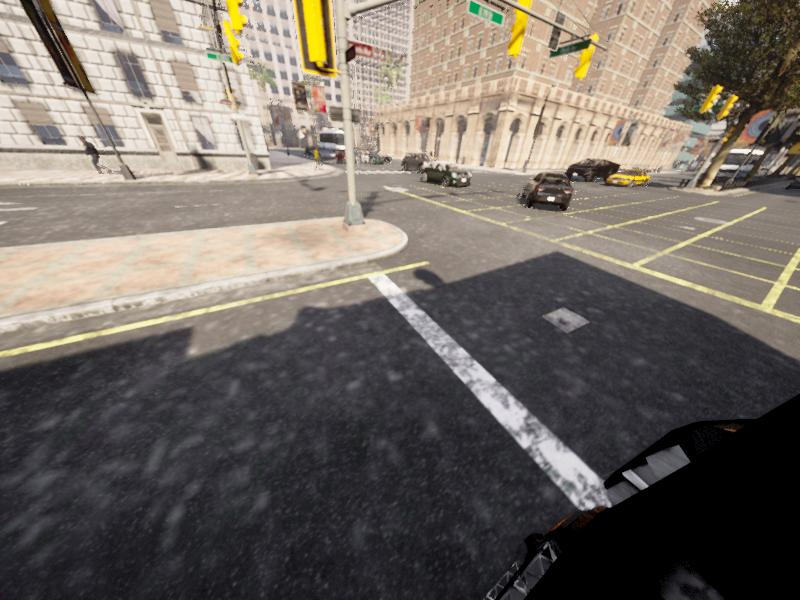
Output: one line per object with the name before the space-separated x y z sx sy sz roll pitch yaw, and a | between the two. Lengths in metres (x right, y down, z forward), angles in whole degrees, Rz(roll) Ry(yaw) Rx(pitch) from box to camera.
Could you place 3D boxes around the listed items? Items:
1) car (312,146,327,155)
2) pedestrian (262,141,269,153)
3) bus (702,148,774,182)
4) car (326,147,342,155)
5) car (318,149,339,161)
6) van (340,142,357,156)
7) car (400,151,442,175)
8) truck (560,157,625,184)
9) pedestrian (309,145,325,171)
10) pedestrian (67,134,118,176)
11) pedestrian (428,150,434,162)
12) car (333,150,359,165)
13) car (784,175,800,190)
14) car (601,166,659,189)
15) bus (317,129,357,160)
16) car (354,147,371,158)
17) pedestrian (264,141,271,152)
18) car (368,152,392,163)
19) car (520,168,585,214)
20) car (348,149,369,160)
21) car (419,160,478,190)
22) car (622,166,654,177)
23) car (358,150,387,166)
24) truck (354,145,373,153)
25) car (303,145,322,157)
car | -18.402 -34.316 52.986 2.007 1.525 4.514 -16 38 -26
pedestrian | -25.385 -28.896 43.631 0.751 1.860 0.751 -15 38 -25
bus | 55.303 -22.095 37.820 10.273 4.253 3.944 -16 38 -26
car | -15.800 -35.502 55.102 2.033 1.411 5.357 -16 38 -26
car | -11.649 -23.593 37.525 1.895 1.301 4.718 -16 38 -26
van | -12.454 -36.548 55.902 1.988 2.561 5.915 -16 38 -26
car | 2.030 -14.304 24.039 1.932 1.855 4.605 -16 37 -26
truck | 19.969 -13.449 23.943 6.274 2.098 2.390 -16 38 -26
pedestrian | -7.056 -12.069 19.643 0.751 1.860 0.751 29 42 34
pedestrian | -16.562 -7.833 12.501 0.751 1.860 0.751 -13 37 -23
pedestrian | 5.854 -27.261 43.601 0.751 1.860 0.751 -6 35 -13
car | -7.445 -19.550 31.612 1.812 1.442 4.674 -16 38 -26
car | 48.164 -13.888 27.375 3.806 1.475 1.970 -16 38 -26
car | 21.311 -11.381 21.398 5.366 1.575 1.801 -16 38 -26
bus | -11.864 -29.083 43.115 3.944 4.253 10.273 -16 38 -26
car | -8.150 -31.964 49.991 2.097 1.767 4.553 -16 38 -26
pedestrian | -27.456 -31.863 47.950 0.751 1.860 0.751 -14 37 -23
car | -3.244 -23.010 37.301 1.895 1.301 4.718 -16 38 -26
car | 7.609 -5.817 12.015 1.816 1.474 4.193 14 35 15
car | -7.847 -27.615 43.808 2.033 1.411 5.357 -16 38 -26
car | 3.324 -9.064 16.583 1.970 1.475 3.806 -16 38 -26
car | 37.087 -20.079 36.016 4.718 1.301 1.895 -16 38 -26
car | -3.890 -19.925 32.377 2.038 1.542 4.974 -16 38 -26
truck | -13.057 -53.759 82.249 6.274 2.098 2.390 -16 38 -26
car | -17.303 -29.407 45.527 2.242 1.667 4.611 -16 38 -26
